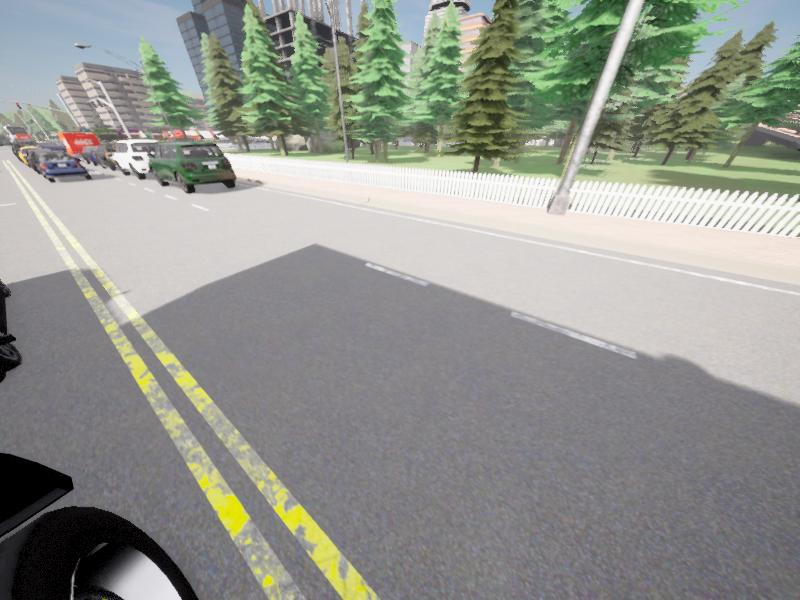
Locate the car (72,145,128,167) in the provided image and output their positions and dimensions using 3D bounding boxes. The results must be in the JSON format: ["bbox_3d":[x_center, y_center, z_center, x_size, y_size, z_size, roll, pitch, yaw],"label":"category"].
[{"bbox_3d":[-28.110,-13.555,21.640,4.792,1.488,2.163,22,40,27],"label":"car"}]

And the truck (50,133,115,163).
[{"bbox_3d":[-33.362,-16.060,24.296,5.204,2.467,2.627,22,41,28],"label":"truck"}]

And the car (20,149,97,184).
[{"bbox_3d":[-20.671,-8.164,13.986,3.705,1.549,1.789,22,40,27],"label":"car"}]

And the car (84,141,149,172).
[{"bbox_3d":[-22.728,-11.566,18.515,4.605,1.855,1.932,22,40,27],"label":"car"}]

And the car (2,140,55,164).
[{"bbox_3d":[-37.435,-15.000,23.274,4.605,1.855,1.932,22,40,27],"label":"car"}]

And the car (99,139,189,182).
[{"bbox_3d":[-16.754,-9.246,15.123,5.566,2.045,2.150,22,41,27],"label":"car"}]

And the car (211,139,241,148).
[{"bbox_3d":[-40.831,-36.783,54.349,2.033,1.649,4.856,21,40,26],"label":"car"}]

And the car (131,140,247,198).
[{"bbox_3d":[-10.734,-6.842,11.758,5.566,2.045,2.150,22,40,27],"label":"car"}]

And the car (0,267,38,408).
[{"bbox_3d":[-6.035,0.213,2.299,3.806,1.475,1.970,22,41,28],"label":"car"}]

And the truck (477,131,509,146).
[{"bbox_3d":[28.924,-50.450,72.272,8.468,3.827,2.891,-7,36,-10],"label":"truck"}]

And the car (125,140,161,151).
[{"bbox_3d":[-49.026,-29.626,44.170,1.851,1.617,3.988,22,41,28],"label":"car"}]

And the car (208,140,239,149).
[{"bbox_3d":[-39.112,-34.554,51.301,2.038,1.542,4.974,21,40,26],"label":"car"}]

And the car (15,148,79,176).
[{"bbox_3d":[-25.879,-10.212,16.920,4.193,1.474,1.816,22,40,27],"label":"car"}]

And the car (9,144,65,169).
[{"bbox_3d":[-31.632,-12.557,20.111,5.366,1.575,1.801,22,40,27],"label":"car"}]

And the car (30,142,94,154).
[{"bbox_3d":[-50.236,-22.745,34.512,4.792,1.488,2.163,-16,38,-22],"label":"car"}]

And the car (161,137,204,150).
[{"bbox_3d":[-43.178,-31.182,46.040,2.150,2.045,5.566,21,40,26],"label":"car"}]

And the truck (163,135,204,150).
[{"bbox_3d":[-45.256,-33.216,48.552,2.627,2.467,5.204,21,40,26],"label":"truck"}]
